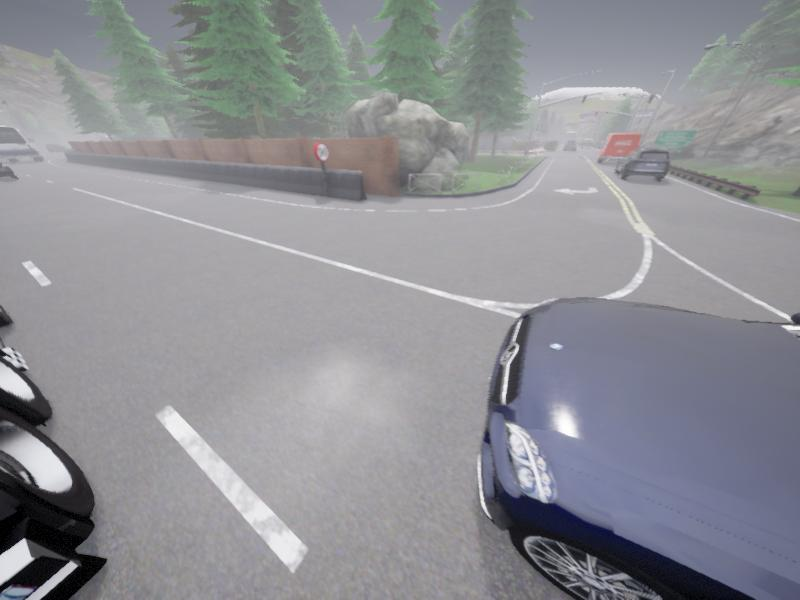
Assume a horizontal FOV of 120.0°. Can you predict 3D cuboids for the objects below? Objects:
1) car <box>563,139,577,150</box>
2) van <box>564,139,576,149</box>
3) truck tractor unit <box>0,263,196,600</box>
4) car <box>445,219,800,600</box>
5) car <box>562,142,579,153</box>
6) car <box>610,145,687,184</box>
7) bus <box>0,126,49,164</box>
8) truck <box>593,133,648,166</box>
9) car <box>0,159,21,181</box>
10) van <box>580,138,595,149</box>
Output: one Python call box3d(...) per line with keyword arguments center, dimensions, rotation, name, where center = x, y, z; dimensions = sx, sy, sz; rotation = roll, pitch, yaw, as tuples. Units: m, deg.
box3d(center=(37.517, -34.317, 50.992), dimensions=(1.932, 1.855, 4.605), rotation=(18, 39, 25), name="car")
box3d(center=(41.449, -38.181, 56.409), dimensions=(1.775, 1.987, 4.442), rotation=(18, 39, 25), name="van")
box3d(center=(-5.116, -0.289, 0.800), dimensions=(6.516, 4.208, 3.053), rotation=(18, 39, 25), name="truck tractor unit")
box3d(center=(3.042, 1.119, 0.962), dimensions=(5.027, 1.651, 2.152), rotation=(18, 39, 24), name="car")
box3d(center=(31.501, -28.334, 42.748), dimensions=(2.038, 1.542, 4.974), rotation=(18, 39, 25), name="car")
box3d(center=(15.114, -8.583, 14.435), dimensions=(2.033, 1.649, 4.856), rotation=(19, 40, 25), name="car")
box3d(center=(-58.199, -23.468, 34.856), dimensions=(10.273, 4.253, 3.944), rotation=(25, 44, 32), name="bus")
box3d(center=(21.285, -14.883, 22.703), dimensions=(2.627, 2.467, 5.204), rotation=(19, 40, 25), name="truck")
box3d(center=(-31.670, -9.985, 17.684), dimensions=(4.718, 1.301, 1.895), rotation=(18, 39, 24), name="car")
box3d(center=(44.511, -37.251, 54.989), dimensions=(2.069, 2.038, 4.480), rotation=(18, 39, 25), name="van")
